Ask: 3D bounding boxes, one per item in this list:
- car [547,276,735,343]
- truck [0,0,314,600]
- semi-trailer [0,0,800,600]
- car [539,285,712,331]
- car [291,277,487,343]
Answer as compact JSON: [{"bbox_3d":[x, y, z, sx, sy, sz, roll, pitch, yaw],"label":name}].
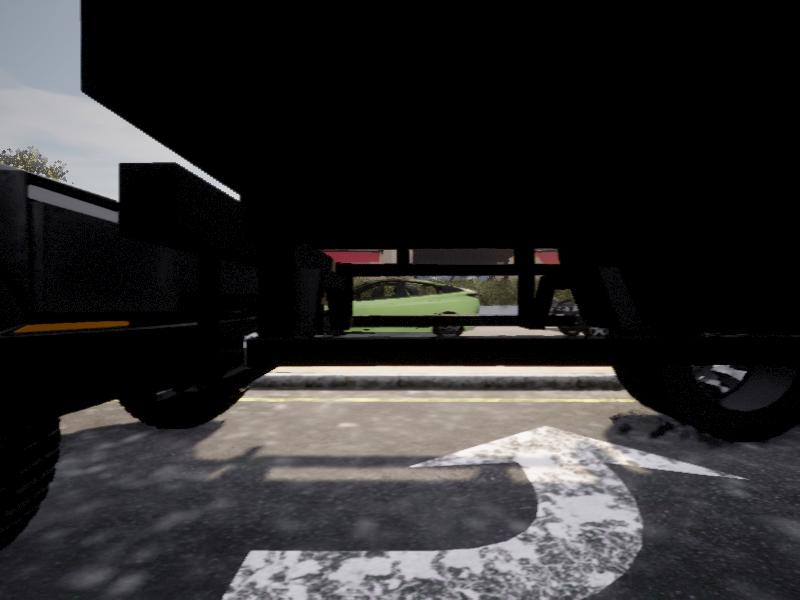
[{"bbox_3d":[5.925,0.218,10.195,3.705,1.549,1.789,0,0,0],"label":"car"},{"bbox_3d":[-3.879,-0.045,2.205,6.274,2.098,2.390,-1,0,0],"label":"truck"},{"bbox_3d":[6.229,-1.210,2.220,14.254,4.402,2.717,0,0,0],"label":"semi-trailer"},{"bbox_3d":[7.512,0.254,13.693,4.892,1.490,1.837,0,0,0],"label":"car"},{"bbox_3d":[-0.255,0.227,10.202,4.514,1.525,2.007,0,0,0],"label":"car"}]
